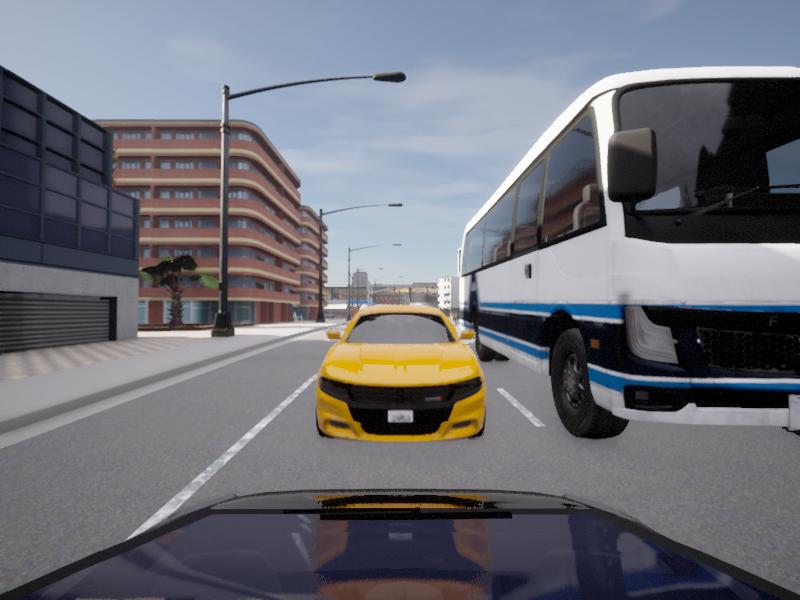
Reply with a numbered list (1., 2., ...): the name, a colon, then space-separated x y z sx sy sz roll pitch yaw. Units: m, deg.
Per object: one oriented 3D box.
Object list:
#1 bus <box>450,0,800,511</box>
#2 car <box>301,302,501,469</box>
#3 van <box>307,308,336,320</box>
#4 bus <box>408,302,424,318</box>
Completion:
1. bus: 3.631 -0.540 8.138 3.944 4.253 10.273 0 0 0
2. car: 0.009 0.814 6.265 1.882 1.535 5.008 0 0 0
3. van: -17.384 3.088 88.945 5.915 2.561 1.988 0 -2 -1
4. bus: 4.406 2.898 112.900 3.944 4.253 10.273 0 -2 0
